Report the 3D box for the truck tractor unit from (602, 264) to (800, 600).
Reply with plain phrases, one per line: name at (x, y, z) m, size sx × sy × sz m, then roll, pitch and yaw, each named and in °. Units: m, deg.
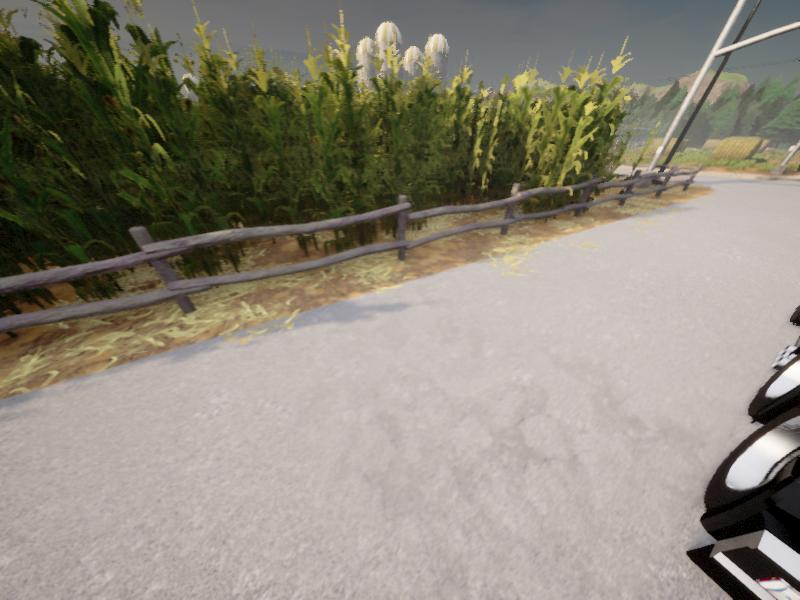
truck tractor unit at (5.111, -0.299, 0.789) m, size 6.516 × 4.208 × 3.053 m, roll -18°, pitch 39°, yaw -24°
